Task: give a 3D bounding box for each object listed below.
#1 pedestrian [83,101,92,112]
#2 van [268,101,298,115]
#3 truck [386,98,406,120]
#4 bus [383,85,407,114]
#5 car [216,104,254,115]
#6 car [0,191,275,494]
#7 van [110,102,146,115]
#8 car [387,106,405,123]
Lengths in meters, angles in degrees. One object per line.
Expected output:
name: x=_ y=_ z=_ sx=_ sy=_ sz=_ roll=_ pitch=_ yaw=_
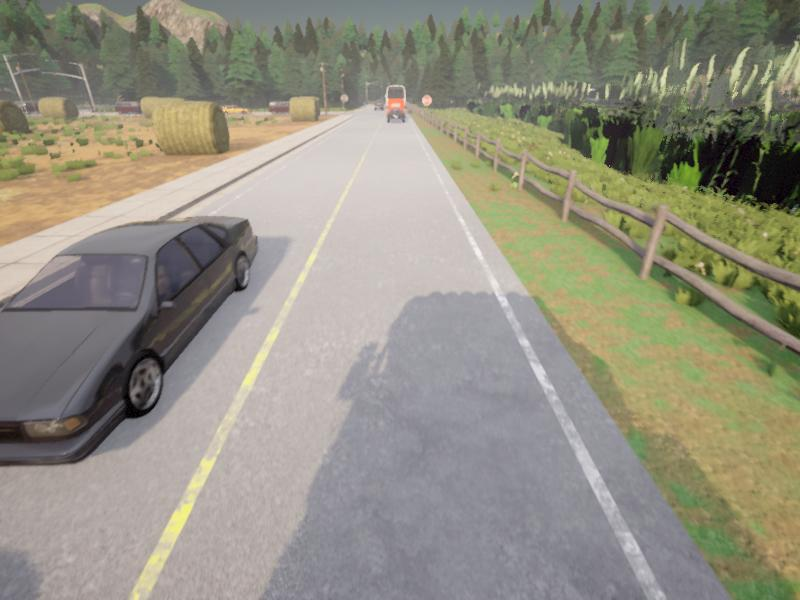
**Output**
pedestrian: x=-59.072 y=-36.637 z=75.591 sx=0.751 sy=1.860 sz=0.751 roll=-13 pitch=30 yaw=-23
van: x=-19.531 y=-32.095 z=66.906 sx=4.442 sy=1.987 sz=1.775 roll=-2 pitch=27 yaw=-3
truck: x=-0.545 y=-26.034 z=54.457 sx=2.627 sy=2.467 sz=5.204 roll=0 pitch=27 yaw=0
bus: x=-0.829 y=-35.144 z=70.188 sx=3.944 sy=4.253 sz=10.273 roll=0 pitch=27 yaw=0
car: x=-27.392 y=-31.675 z=66.613 sx=5.366 sy=1.575 sz=1.801 roll=-2 pitch=27 yaw=-3
car: x=-3.553 y=-0.194 z=5.482 sx=2.033 sy=1.411 sz=5.357 roll=0 pitch=27 yaw=0
van: x=-46.631 y=-32.938 z=68.660 sx=4.442 sy=1.987 sz=1.775 roll=-2 pitch=27 yaw=-3
car: x=-0.484 y=-22.438 z=48.402 sx=2.152 sy=1.651 sz=5.027 roll=0 pitch=27 yaw=0
